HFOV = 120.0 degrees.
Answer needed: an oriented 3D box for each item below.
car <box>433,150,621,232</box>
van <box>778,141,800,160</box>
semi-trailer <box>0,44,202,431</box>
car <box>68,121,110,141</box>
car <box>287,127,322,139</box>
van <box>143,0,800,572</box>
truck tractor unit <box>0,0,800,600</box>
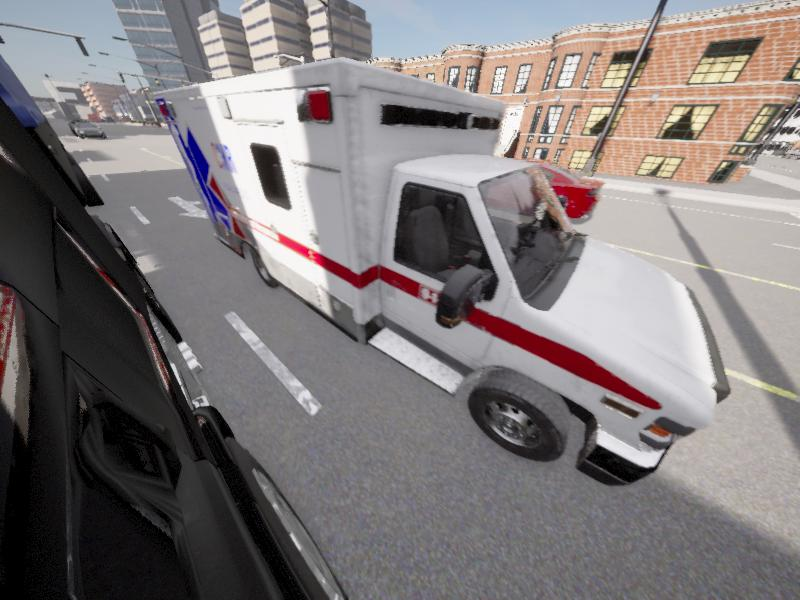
[{"bbox_3d":[3.832,-3.929,7.811,5.008,1.535,1.882,28,44,30],"label":"car"},{"bbox_3d":[68.952,-24.842,38.542,1.988,2.561,5.915,7,37,6],"label":"van"},{"bbox_3d":[-8.704,-3.584,4.246,14.254,4.402,2.717,28,44,30],"label":"semi-trailer"},{"bbox_3d":[-34.527,-18.808,25.630,4.974,1.542,2.038,28,44,30],"label":"car"},{"bbox_3d":[-16.534,-29.138,40.374,1.930,1.638,5.238,28,44,30],"label":"car"},{"bbox_3d":[-0.375,-1.093,3.036,6.366,2.431,2.351,28,44,30],"label":"van"},{"bbox_3d":[-2.645,-0.295,0.351,6.516,4.208,3.053,28,44,30],"label":"truck tractor unit"}]
